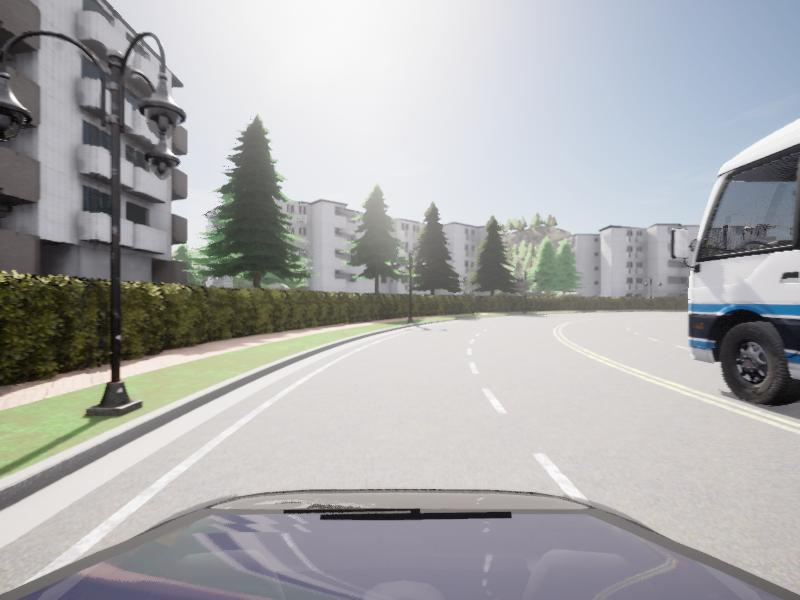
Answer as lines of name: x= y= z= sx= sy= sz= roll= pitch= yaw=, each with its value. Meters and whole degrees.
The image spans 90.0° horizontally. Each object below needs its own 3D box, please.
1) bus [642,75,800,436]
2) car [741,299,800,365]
bus: x=6.700 y=-0.529 z=2.631 sx=3.944 sy=4.253 sz=10.273 roll=0 pitch=0 yaw=0
car: x=10.807 y=0.795 z=9.789 sx=1.851 sy=1.617 sz=3.988 roll=0 pitch=0 yaw=7
